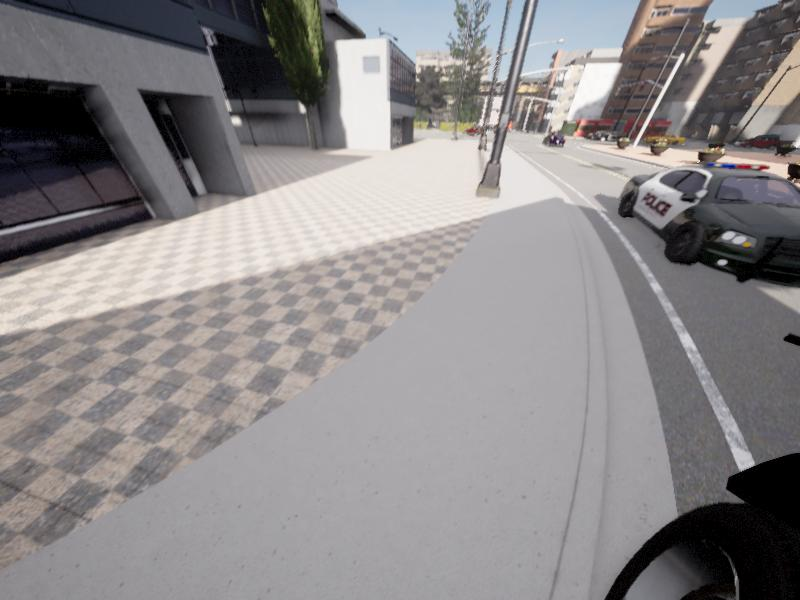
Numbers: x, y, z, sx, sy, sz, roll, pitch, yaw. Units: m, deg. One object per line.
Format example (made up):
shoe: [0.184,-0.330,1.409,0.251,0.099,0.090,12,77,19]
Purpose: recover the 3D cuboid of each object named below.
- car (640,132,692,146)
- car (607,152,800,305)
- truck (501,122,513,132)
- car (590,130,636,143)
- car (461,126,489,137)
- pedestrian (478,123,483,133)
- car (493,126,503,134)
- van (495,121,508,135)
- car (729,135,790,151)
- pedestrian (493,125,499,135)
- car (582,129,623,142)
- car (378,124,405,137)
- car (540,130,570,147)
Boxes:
car: [43.757,-26.665,38.200,5.366,1.575,1.801,10,39,10]
car: [6.830,-2.005,4.995,2.038,1.542,4.974,15,40,17]
truck: [34.446,-55.951,74.673,2.627,2.467,5.204,10,39,11]
car: [36.338,-28.030,39.551,5.238,1.638,1.930,10,39,10]
car: [14.561,-32.830,44.929,2.033,1.649,4.856,-20,43,-26]
pedestrian: [19.849,-42.488,57.084,0.751,1.860,0.751,11,39,13]
car: [27.063,-46.896,63.649,1.970,1.475,3.806,10,39,11]
van: [25.036,-42.649,57.171,1.988,2.561,5.915,10,39,11]
car: [55.779,-24.500,36.000,4.856,1.649,2.033,10,39,10]
pedestrian: [20.785,-36.878,50.120,0.751,1.860,0.751,16,40,18]
car: [36.943,-30.139,42.282,5.238,1.638,1.930,9,39,9]
car: [-1.415,-27.958,38.113,3.988,1.617,1.851,10,39,11]
car: [18.871,-19.775,28.293,1.845,1.501,3.633,9,38,9]
